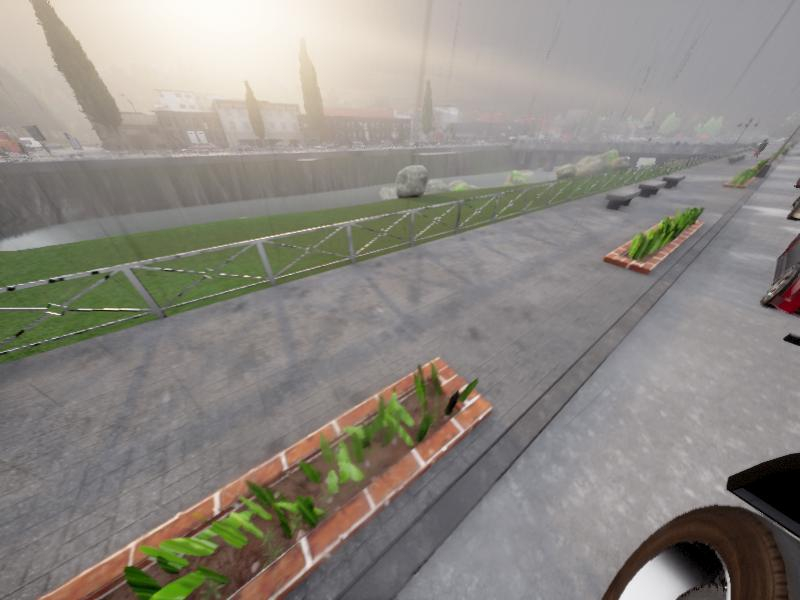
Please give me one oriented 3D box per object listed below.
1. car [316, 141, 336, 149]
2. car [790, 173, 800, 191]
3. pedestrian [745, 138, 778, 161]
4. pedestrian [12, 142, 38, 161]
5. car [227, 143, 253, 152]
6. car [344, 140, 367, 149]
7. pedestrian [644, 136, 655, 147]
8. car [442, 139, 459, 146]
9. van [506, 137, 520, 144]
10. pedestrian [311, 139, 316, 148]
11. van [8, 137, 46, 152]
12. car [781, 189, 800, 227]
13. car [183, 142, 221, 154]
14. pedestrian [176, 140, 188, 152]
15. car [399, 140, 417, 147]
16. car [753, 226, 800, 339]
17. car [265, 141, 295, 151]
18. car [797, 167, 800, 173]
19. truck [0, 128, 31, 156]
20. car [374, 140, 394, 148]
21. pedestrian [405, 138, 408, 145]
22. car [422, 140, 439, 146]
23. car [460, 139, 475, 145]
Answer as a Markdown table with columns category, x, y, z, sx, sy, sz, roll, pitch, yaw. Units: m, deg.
| category | x | y | z | sx | sy | sz | roll | pitch | yaw |
| --- | --- | --- | --- | --- | --- | --- | --- | --- | --- |
| car | -17.428 | -36.559 | 54.581 | 3.806 | 1.475 | 1.970 | -22 | 41 | -28 |
| car | 21.959 | -6.422 | 11.497 | 4.514 | 1.525 | 2.007 | -22 | 41 | -28 |
| pedestrian | 35.827 | -14.942 | 22.941 | 0.751 | 1.860 | 0.751 | 17 | 39 | 23 |
| pedestrian | -45.436 | -18.037 | 28.018 | 0.751 | 1.860 | 0.751 | -25 | 42 | -31 |
| car | -32.047 | -30.600 | 46.258 | 3.806 | 1.475 | 1.970 | -22 | 41 | -28 |
| car | -11.053 | -39.224 | 58.161 | 5.238 | 1.638 | 1.930 | -22 | 41 | -28 |
| pedestrian | 54.258 | -34.458 | 50.207 | 0.751 | 1.860 | 0.751 | -19 | 39 | -24 |
| car | 15.974 | -50.242 | 73.548 | 5.238 | 1.638 | 1.930 | -22 | 41 | -28 |
| van | 40.865 | -57.735 | 83.614 | 4.480 | 2.038 | 2.069 | -22 | 41 | -28 |
| pedestrian | -21.734 | -39.441 | 58.169 | 0.751 | 1.860 | 0.751 | -18 | 39 | -23 |
| van | -84.332 | -35.261 | 52.346 | 1.988 | 2.561 | 5.915 | -22 | 41 | -28 |
| car | 14.220 | -3.271 | 7.095 | 4.514 | 1.525 | 2.007 | -22 | 41 | -28 |
| car | -37.060 | -28.615 | 43.362 | 5.027 | 1.651 | 2.152 | -22 | 41 | -28 |
| pedestrian | -41.152 | -29.025 | 43.547 | 0.751 | 1.860 | 0.751 | 15 | 38 | 21 |
| car | 2.286 | -44.643 | 65.771 | 4.974 | 1.542 | 2.038 | -22 | 41 | -28 |
| car | 7.465 | -0.454 | 3.299 | 4.181 | 1.385 | 1.994 | -22 | 41 | -28 |
| car | -25.721 | -33.248 | 49.815 | 5.238 | 1.638 | 1.930 | -22 | 41 | -28 |
| car | 30.632 | -9.934 | 16.446 | 4.193 | 1.474 | 1.816 | -22 | 41 | -28 |
| truck | -68.183 | -26.553 | 38.785 | 2.891 | 3.827 | 8.468 | -22 | 41 | -28 |
| car | -4.242 | -42.005 | 62.038 | 4.856 | 1.649 | 2.033 | -22 | 41 | -28 |
| pedestrian | 2.105 | -49.716 | 72.530 | 0.751 | 1.860 | 0.751 | -23 | 41 | -29 |
| car | 9.200 | -47.439 | 69.721 | 5.008 | 1.535 | 1.882 | -22 | 41 | -28 |
| car | 22.796 | -52.967 | 77.470 | 4.892 | 1.490 | 1.837 | -22 | 41 | -28 |
